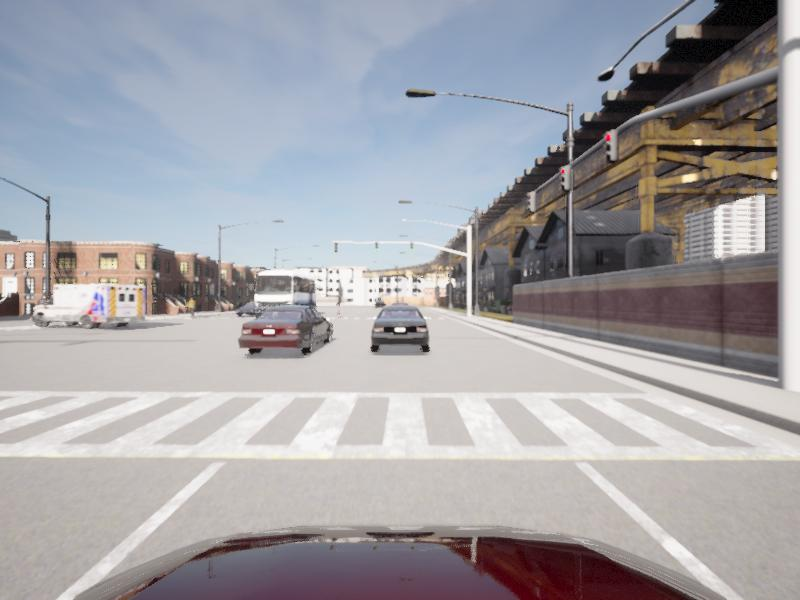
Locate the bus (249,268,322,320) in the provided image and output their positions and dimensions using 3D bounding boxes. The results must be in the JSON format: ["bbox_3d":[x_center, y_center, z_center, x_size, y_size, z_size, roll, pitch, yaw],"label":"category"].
[{"bbox_3d":[-10.368,-0.522,37.766,3.944,4.253,10.273,0,0,0],"label":"bus"}]

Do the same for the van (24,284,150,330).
[{"bbox_3d":[-17.892,0.386,22.930,6.366,2.431,2.351,0,0,16],"label":"van"}]

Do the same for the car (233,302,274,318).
[{"bbox_3d":[-13.996,0.908,38.642,2.033,1.411,5.357,0,0,0],"label":"car"}]

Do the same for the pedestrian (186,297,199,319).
[{"bbox_3d":[-17.420,0.649,33.526,0.751,1.860,0.751,0,0,42],"label":"pedestrian"}]

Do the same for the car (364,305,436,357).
[{"bbox_3d":[0.005,0.900,13.877,2.033,1.411,5.357,0,0,0],"label":"car"}]

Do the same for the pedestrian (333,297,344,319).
[{"bbox_3d":[-5.229,0.649,34.145,0.751,1.860,0.751,0,0,-24],"label":"pedestrian"}]

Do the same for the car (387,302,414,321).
[{"bbox_3d":[0.010,0.906,32.763,2.033,1.411,5.357,0,0,0],"label":"car"}]

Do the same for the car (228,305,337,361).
[{"bbox_3d":[-3.496,0.899,13.185,2.033,1.411,5.357,0,0,0],"label":"car"}]
